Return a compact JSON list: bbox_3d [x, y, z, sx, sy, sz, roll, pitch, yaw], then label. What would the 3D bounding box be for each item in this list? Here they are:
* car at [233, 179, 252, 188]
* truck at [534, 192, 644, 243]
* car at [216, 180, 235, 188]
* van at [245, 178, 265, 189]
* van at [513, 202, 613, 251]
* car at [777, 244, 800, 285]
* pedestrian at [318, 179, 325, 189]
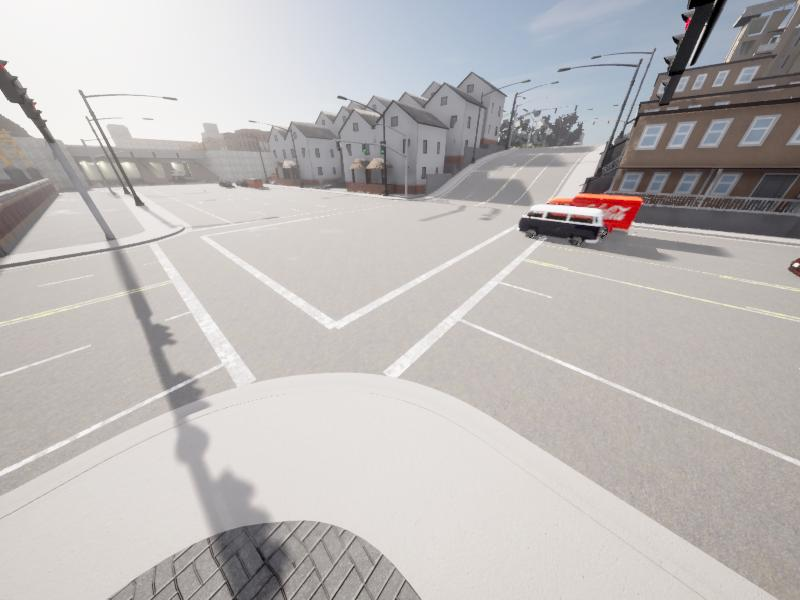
[{"bbox_3d":[-37.742,-28.028,55.317,4.611,1.667,2.242,24,38,35],"label":"car"},{"bbox_3d":[12.989,-6.010,16.239,5.204,2.467,2.627,24,38,36],"label":"truck"},{"bbox_3d":[-40.173,-26.731,53.153,4.514,1.525,2.007,24,38,35],"label":"car"},{"bbox_3d":[-31.880,-25.636,50.722,4.442,1.987,1.775,24,38,35],"label":"van"},{"bbox_3d":[10.048,-4.814,14.611,4.480,2.038,2.069,24,38,35],"label":"van"},{"bbox_3d":[18.211,-1.026,8.479,3.988,1.617,1.851,24,38,35],"label":"car"},{"bbox_3d":[-15.643,-23.084,45.963,0.751,1.860,0.751,26,39,37],"label":"pedestrian"}]
